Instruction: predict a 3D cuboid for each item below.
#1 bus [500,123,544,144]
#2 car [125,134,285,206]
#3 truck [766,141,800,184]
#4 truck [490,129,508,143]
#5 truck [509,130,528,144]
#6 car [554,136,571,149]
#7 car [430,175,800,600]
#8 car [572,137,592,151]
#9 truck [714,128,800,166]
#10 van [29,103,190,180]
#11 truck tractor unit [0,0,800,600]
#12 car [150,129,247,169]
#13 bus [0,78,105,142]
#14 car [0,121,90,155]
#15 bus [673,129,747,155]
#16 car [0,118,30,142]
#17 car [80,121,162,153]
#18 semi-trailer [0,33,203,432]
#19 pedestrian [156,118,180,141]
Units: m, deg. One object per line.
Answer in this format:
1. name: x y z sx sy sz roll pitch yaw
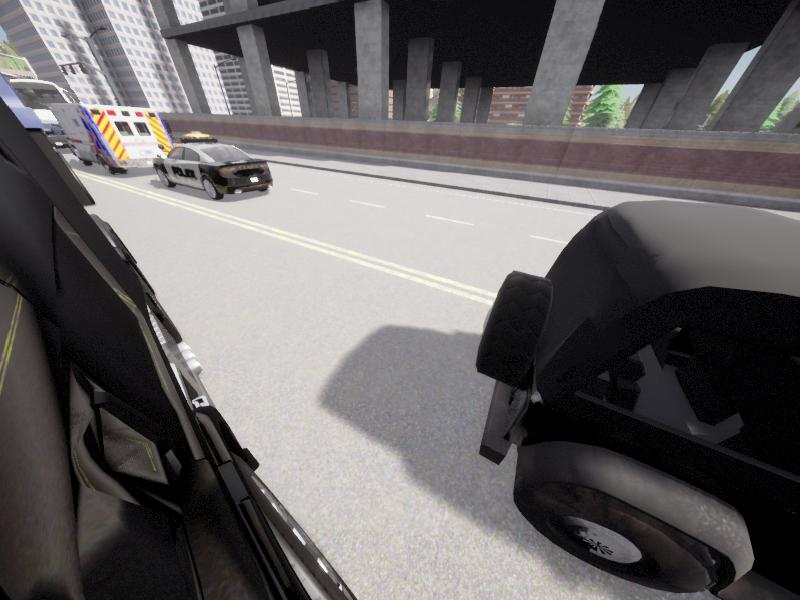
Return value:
1. bus: 35.120 -48.135 66.729 10.273 4.253 3.944 20 40 22
2. car: -7.058 -4.937 8.437 5.238 1.638 1.930 20 40 21
3. truck: 30.283 -9.471 16.078 2.627 2.467 5.204 20 40 21
4. truck: 23.508 -38.790 54.718 2.615 2.467 5.204 20 40 21
5. truck: 27.285 -37.435 53.143 2.615 2.467 5.204 20 40 21
6. car: 29.371 -28.523 41.781 1.905 1.878 3.866 20 40 21
7. car: 2.425 0.734 1.235 3.866 1.878 1.905 20 40 21
8. car: 31.948 -27.598 40.706 1.905 1.878 3.866 20 40 21
9. truck: 48.826 -21.141 31.736 2.891 3.827 8.468 20 40 21
10. van: -13.582 -7.587 10.914 6.366 2.431 2.351 20 40 21
11. truck tractor unit: -2.645 -0.295 0.351 6.516 4.208 3.053 28 44 30
12. car: -11.871 -9.017 13.644 5.366 1.575 1.801 20 40 21
13. bus: -34.982 -19.254 23.666 3.944 4.253 10.273 -30 47 -32
14. car: -23.756 -10.845 15.399 4.902 1.511 2.128 20 40 21
15. bus: 68.566 -35.066 51.337 10.273 4.253 3.944 -3 37 -8
16. car: -33.911 -14.311 19.364 3.705 1.549 1.789 17 39 18
17. car: -20.842 -12.254 17.338 4.611 1.667 2.242 20 40 21
18. semi-trailer: -8.775 -3.551 4.152 14.254 4.402 2.717 27 43 29
19. pedestrian: -23.582 -17.347 23.525 0.751 1.860 0.751 7 37 6
